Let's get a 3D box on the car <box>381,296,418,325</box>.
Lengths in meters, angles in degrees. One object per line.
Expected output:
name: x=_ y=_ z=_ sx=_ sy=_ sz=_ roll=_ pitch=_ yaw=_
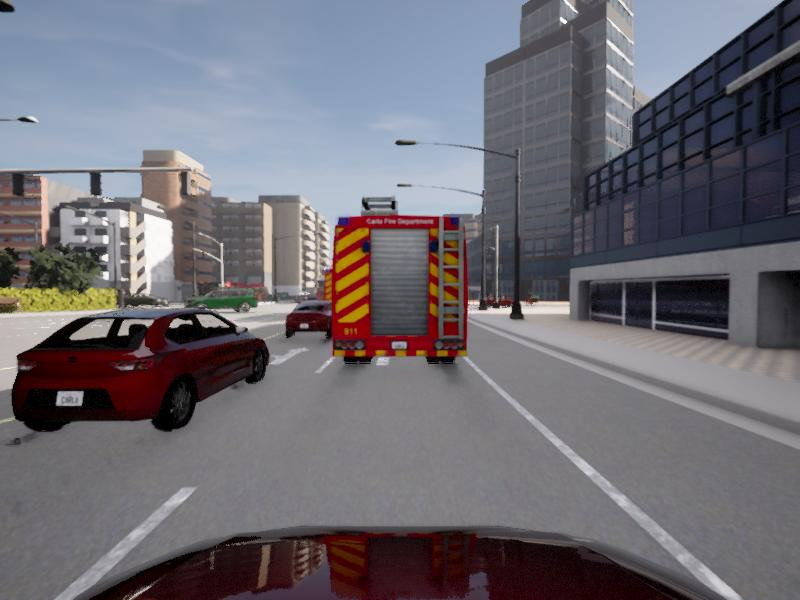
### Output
car: x=-0.040 y=0.539 z=24.399 sx=2.038 sy=1.542 sz=4.974 roll=0 pitch=1 yaw=0

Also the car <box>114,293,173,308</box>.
car: x=-27.880 y=0.026 z=43.526 sx=5.027 sy=1.651 sz=2.152 roll=0 pitch=2 yaw=1

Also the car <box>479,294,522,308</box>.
car: x=10.816 y=0.108 z=43.286 sx=4.193 sy=1.474 sz=1.816 roll=0 pitch=1 yaw=-1

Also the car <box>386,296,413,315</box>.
car: x=0.022 y=0.426 z=33.237 sx=1.994 sy=1.385 sz=4.181 roll=0 pitch=1 yaw=2

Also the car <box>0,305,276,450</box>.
car: x=-3.515 y=0.844 z=6.323 sx=1.816 sy=1.474 sz=4.193 roll=0 pitch=0 yaw=0

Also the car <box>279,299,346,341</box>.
car: x=-3.538 y=0.744 z=17.058 sx=1.812 sy=1.442 sz=4.674 roll=0 pitch=1 yaw=0

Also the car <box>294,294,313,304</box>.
car: x=-14.108 y=-0.210 z=58.632 sx=1.970 sy=1.475 sz=3.806 roll=0 pitch=1 yaw=0

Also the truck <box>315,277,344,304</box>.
truck: x=-10.629 y=-1.425 z=61.290 sx=2.891 sy=3.827 sz=8.468 roll=0 pitch=1 yaw=0

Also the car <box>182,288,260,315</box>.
car: x=-14.654 y=0.090 z=32.901 sx=5.566 sy=2.045 sz=2.150 roll=-1 pitch=2 yaw=-35

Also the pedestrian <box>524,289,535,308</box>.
pedestrian: x=12.557 y=-0.139 z=38.841 sx=0.751 sy=1.860 sz=0.751 roll=-1 pitch=2 yaw=-26

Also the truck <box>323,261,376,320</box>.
truck: x=-3.558 y=-0.731 z=30.239 sx=2.891 sy=3.827 sz=8.468 roll=0 pitch=1 yaw=0

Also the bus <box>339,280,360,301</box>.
bus: x=-10.703 y=-1.954 z=85.454 sx=3.944 sy=4.253 sz=10.273 roll=0 pitch=1 yaw=-4

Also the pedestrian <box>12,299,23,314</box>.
pedestrian: x=-29.017 y=0.464 z=30.360 sx=0.500 sy=1.100 sz=0.500 roll=-1 pitch=2 yaw=-36

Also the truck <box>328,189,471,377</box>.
truck: x=-0.016 y=-0.383 z=12.373 sx=2.891 sy=3.827 sz=8.468 roll=0 pitch=0 yaw=0
